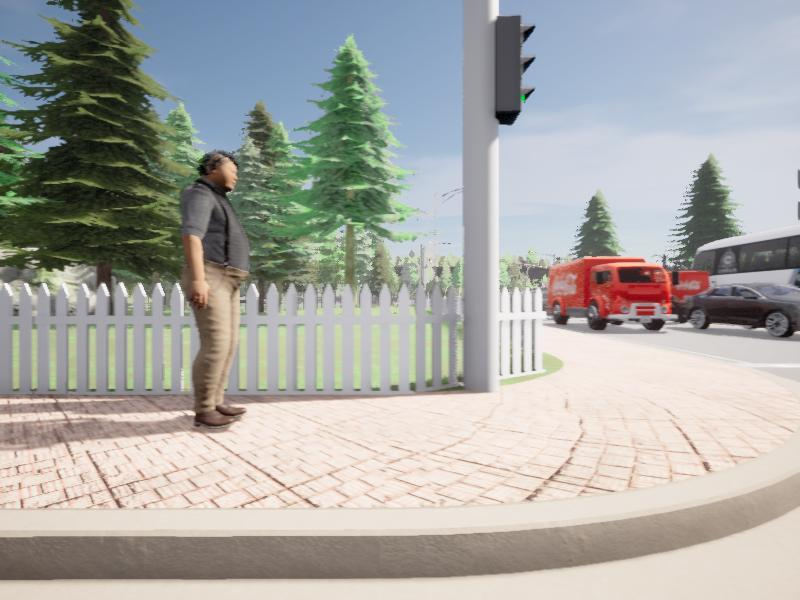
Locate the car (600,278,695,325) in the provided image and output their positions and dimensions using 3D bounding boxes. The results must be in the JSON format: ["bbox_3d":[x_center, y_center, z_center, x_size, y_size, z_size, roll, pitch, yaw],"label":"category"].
[{"bbox_3d":[10.893,0.049,17.990,1.905,1.878,3.866,0,0,1],"label":"car"}]

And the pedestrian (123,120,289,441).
[{"bbox_3d":[-1.225,-0.113,2.688,0.751,1.860,0.751,0,0,0],"label":"pedestrian"}]

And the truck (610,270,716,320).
[{"bbox_3d":[14.485,-0.240,22.567,2.627,2.467,5.204,0,0,1],"label":"truck"}]

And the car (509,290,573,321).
[{"bbox_3d":[7.470,0.246,21.800,1.837,1.490,4.892,0,0,1],"label":"car"}]

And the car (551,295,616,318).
[{"bbox_3d":[11.025,0.347,24.465,1.895,1.301,4.718,0,0,1],"label":"car"}]

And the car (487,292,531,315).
[{"bbox_3d":[7.601,0.246,28.360,1.837,1.490,4.892,0,0,1],"label":"car"}]

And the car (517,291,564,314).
[{"bbox_3d":[11.182,0.183,32.329,2.152,1.651,5.027,0,0,1],"label":"car"}]

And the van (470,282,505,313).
[{"bbox_3d":[7.752,-0.279,36.004,1.988,2.561,5.915,0,1,1],"label":"van"}]

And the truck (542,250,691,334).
[{"bbox_3d":[7.325,-0.241,14.445,2.627,2.467,5.204,0,0,1],"label":"truck"}]

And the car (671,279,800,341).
[{"bbox_3d":[10.774,0.239,11.917,2.128,1.511,4.902,0,0,1],"label":"car"}]

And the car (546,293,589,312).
[{"bbox_3d":[14.747,0.227,35.538,1.882,1.535,5.008,0,0,1],"label":"car"}]

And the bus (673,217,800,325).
[{"bbox_3d":[17.780,-1.130,18.176,3.944,4.253,10.273,0,0,1],"label":"bus"}]
